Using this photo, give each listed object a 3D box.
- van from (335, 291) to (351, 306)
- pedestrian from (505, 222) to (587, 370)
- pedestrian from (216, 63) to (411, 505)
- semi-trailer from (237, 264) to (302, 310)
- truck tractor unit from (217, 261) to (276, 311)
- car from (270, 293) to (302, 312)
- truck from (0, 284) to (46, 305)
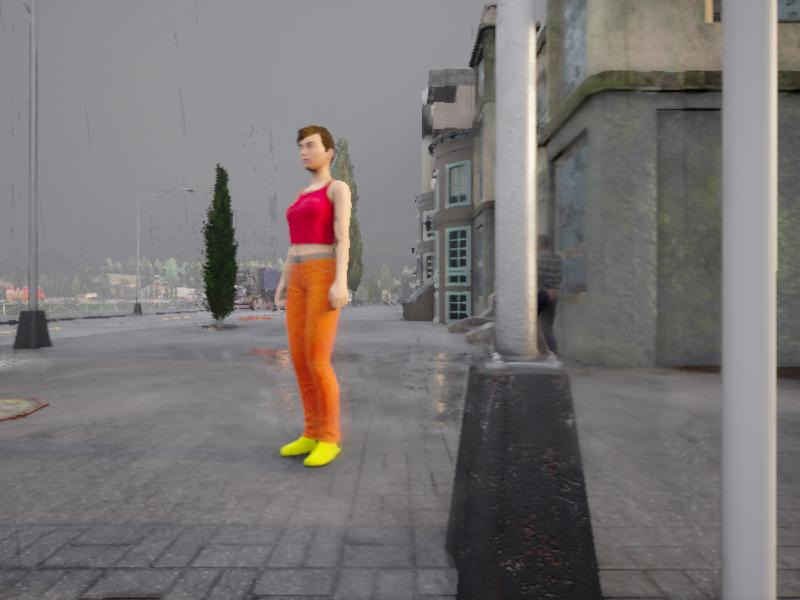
[{"bbox_3d":[-10.133,-0.293,71.413,1.988,2.561,5.915,0,0,0],"label":"van"},{"bbox_3d":[1.994,-0.050,5.533,0.751,1.860,0.751,0,0,-22],"label":"pedestrian"},{"bbox_3d":[-0.470,-0.067,2.211,0.751,1.860,0.751,0,0,41],"label":"pedestrian"},{"bbox_3d":[-14.113,-1.240,45.134,2.717,4.402,14.254,0,0,0],"label":"semi-trailer"},{"bbox_3d":[-14.055,-1.147,37.224,3.053,4.208,6.516,0,0,-1],"label":"truck tractor unit"},{"bbox_3d":[-9.943,0.200,35.299,1.789,1.549,3.705,0,0,0],"label":"car"},{"bbox_3d":[-75.818,-1.047,79.823,2.891,3.827,8.468,0,0,0],"label":"truck"}]
